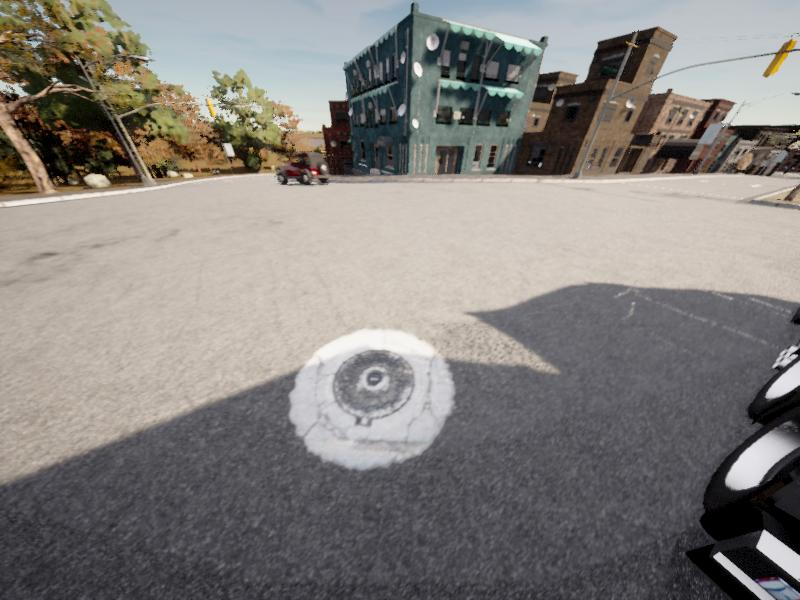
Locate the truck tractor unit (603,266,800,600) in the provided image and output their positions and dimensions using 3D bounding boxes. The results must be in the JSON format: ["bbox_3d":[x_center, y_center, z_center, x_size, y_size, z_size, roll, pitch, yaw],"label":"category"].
[{"bbox_3d":[5.111,-0.300,0.786,6.516,4.208,3.053,-18,39,-24],"label":"truck tractor unit"}]

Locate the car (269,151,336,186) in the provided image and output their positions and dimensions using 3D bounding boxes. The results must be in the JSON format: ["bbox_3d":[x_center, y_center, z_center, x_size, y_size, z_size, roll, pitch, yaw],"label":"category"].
[{"bbox_3d":[-6.689,-9.043,15.995,3.866,1.878,1.905,14,34,25],"label":"car"}]

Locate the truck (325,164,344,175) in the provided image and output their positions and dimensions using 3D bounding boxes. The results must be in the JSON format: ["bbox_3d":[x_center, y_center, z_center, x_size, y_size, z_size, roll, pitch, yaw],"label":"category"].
[{"bbox_3d":[-18.759,-37.525,66.355,2.627,2.467,5.204,13,31,17],"label":"truck"}]
